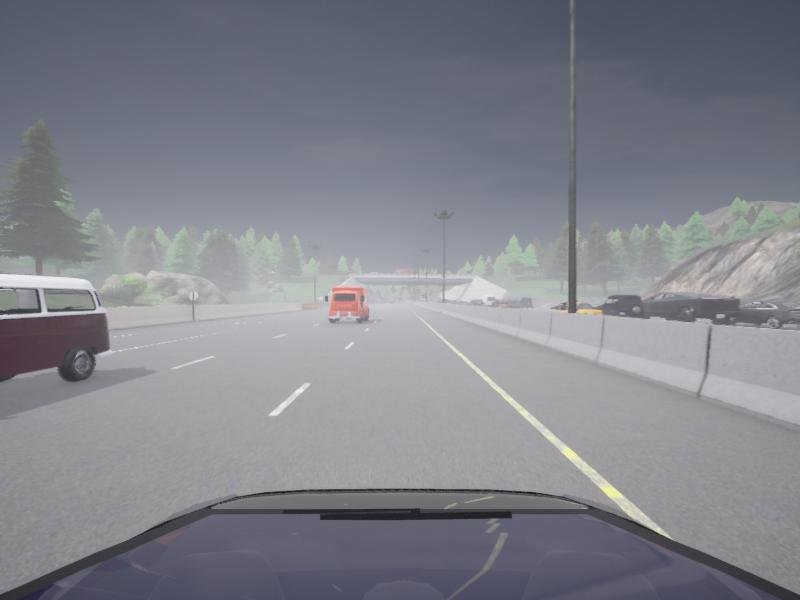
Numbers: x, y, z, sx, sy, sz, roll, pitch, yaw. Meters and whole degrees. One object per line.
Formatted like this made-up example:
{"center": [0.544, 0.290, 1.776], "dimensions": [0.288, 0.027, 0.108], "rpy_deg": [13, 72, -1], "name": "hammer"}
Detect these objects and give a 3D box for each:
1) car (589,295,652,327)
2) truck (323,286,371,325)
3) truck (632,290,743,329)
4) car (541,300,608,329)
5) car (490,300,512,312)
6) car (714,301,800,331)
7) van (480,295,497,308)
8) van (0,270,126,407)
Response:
{"center": [13.998, 0.637, 25.710], "dimensions": [1.905, 1.878, 3.866], "rpy_deg": [0, 0, 0], "name": "car"}
{"center": [-3.501, 0.347, 27.527], "dimensions": [2.627, 2.467, 5.204], "rpy_deg": [0, 0, 0], "name": "truck"}
{"center": [17.498, 0.532, 24.937], "dimensions": [2.390, 2.098, 6.274], "rpy_deg": [0, 0, 0], "name": "truck"}
{"center": [10.497, 0.791, 24.596], "dimensions": [1.801, 1.575, 5.366], "rpy_deg": [0, 0, 0], "name": "car"}
{"center": [13.993, 0.808, 55.680], "dimensions": [2.007, 1.525, 4.514], "rpy_deg": [0, 0, 0], "name": "car"}
{"center": [20.998, 0.828, 22.952], "dimensions": [2.128, 1.511, 4.902], "rpy_deg": [0, 0, 0], "name": "car"}
{"center": [17.494, 0.273, 79.296], "dimensions": [1.988, 2.561, 5.915], "rpy_deg": [0, 0, 0], "name": "van"}
{"center": [-6.995, 0.569, 6.464], "dimensions": [2.069, 2.038, 4.480], "rpy_deg": [0, 0, 0], "name": "van"}
